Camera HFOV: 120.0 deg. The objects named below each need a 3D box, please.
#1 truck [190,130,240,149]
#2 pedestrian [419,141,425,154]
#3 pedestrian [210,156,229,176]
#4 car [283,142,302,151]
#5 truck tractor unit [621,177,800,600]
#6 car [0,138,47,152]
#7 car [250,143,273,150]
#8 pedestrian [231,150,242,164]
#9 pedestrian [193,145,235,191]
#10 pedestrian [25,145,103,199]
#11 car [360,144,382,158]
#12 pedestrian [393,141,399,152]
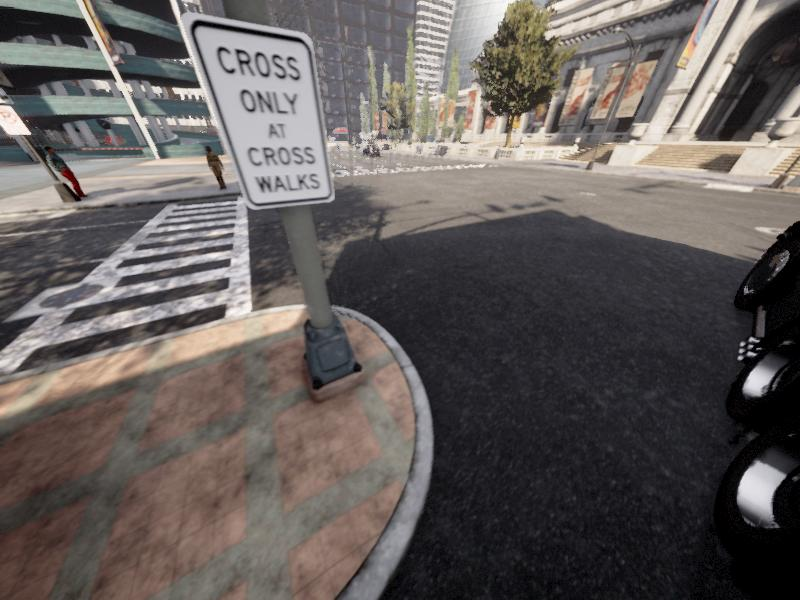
[{"bbox_3d":[-45.402,-39.440,56.895,8.468,3.827,2.891,-2,35,-3],"label":"truck"},{"bbox_3d":[3.786,-26.566,40.247,0.751,1.860,0.751,-15,38,-21],"label":"pedestrian"},{"bbox_3d":[-12.274,-9.135,15.741,0.500,1.100,0.500,-7,36,-11],"label":"pedestrian"},{"bbox_3d":[-24.875,-35.595,53.548,3.705,1.549,1.789,18,38,23],"label":"car"},{"bbox_3d":[4.954,-0.434,0.970,6.516,4.208,3.053,-24,42,-30],"label":"truck tractor unit"},{"bbox_3d":[-71.350,-28.815,42.983,5.566,2.045,2.150,-18,39,-24],"label":"car"},{"bbox_3d":[-33.986,-37.734,56.679,4.181,1.385,1.994,6,35,8],"label":"car"},{"bbox_3d":[-16.427,-14.350,23.195,0.500,1.100,0.500,-12,37,-18],"label":"pedestrian"},{"bbox_3d":[-8.770,-6.266,10.987,0.751,1.860,0.751,-8,36,-12],"label":"pedestrian"},{"bbox_3d":[-13.526,-5.189,9.399,0.751,1.860,0.751,-10,36,-15],"label":"pedestrian"},{"bbox_3d":[-4.468,-22.916,35.465,1.851,1.617,3.988,-18,39,-24],"label":"car"},{"bbox_3d":[-0.787,-29.730,44.751,0.751,1.860,0.751,-18,39,-24],"label":"pedestrian"}]
